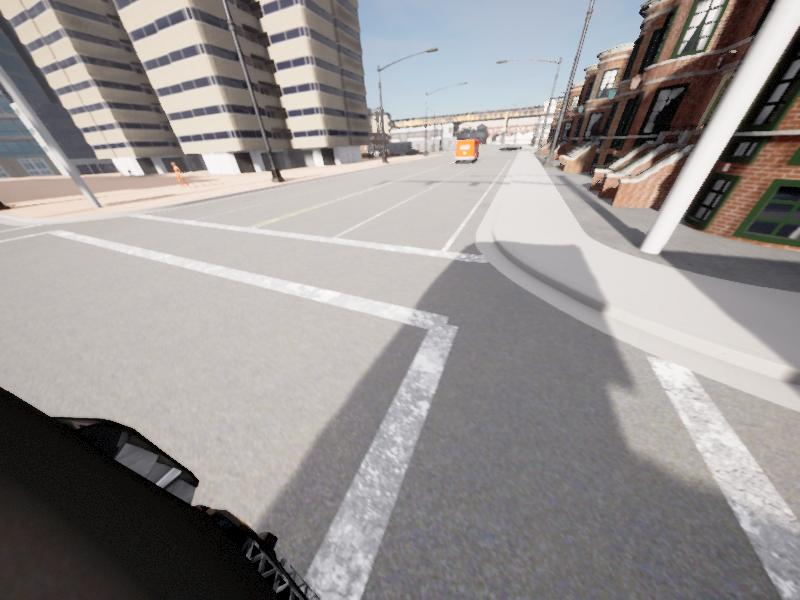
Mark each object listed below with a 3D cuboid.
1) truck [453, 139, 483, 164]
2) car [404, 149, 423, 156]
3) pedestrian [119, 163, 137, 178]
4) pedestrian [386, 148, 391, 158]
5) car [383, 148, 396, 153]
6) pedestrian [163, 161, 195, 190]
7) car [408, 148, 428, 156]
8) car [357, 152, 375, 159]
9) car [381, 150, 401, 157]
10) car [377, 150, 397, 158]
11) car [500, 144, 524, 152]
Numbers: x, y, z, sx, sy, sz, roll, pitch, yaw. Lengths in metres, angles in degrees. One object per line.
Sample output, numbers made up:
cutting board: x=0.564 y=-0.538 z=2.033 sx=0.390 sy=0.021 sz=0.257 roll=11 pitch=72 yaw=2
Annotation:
truck: x=9.085 y=-19.771 z=30.696 sx=2.627 sy=2.467 sz=5.204 roll=12 pitch=36 yaw=21
car: x=3.690 y=-39.365 z=61.668 sx=4.674 sy=1.442 sz=1.812 roll=10 pitch=36 yaw=20
pedestrian: x=-40.304 y=-19.215 z=34.276 sx=0.751 sy=1.860 sz=0.751 roll=7 pitch=35 yaw=15
pedestrian: x=-2.783 y=-35.273 z=55.412 sx=0.751 sy=1.860 sz=0.751 roll=6 pitch=35 yaw=13
car: x=-4.405 y=-63.681 z=98.403 sx=5.027 sy=1.636 sz=2.152 roll=11 pitch=36 yaw=20
pedestrian: x=-16.448 y=-9.293 z=17.250 sx=0.751 sy=1.860 sz=0.751 roll=8 pitch=35 yaw=16
car: x=4.969 y=-41.253 z=64.324 sx=5.008 sy=1.535 sz=1.882 roll=10 pitch=36 yaw=20
car: x=-10.200 y=-43.924 z=70.134 sx=4.792 sy=1.488 sz=2.163 roll=10 pitch=36 yaw=21
car: x=-2.626 y=-42.566 z=67.248 sx=5.357 sy=1.411 sz=2.033 roll=10 pitch=36 yaw=21
car: x=-3.657 y=-40.770 z=64.405 sx=4.856 sy=1.649 sz=2.033 roll=10 pitch=36 yaw=21
car: x=25.804 y=-35.023 z=53.354 sx=4.718 sy=1.301 sz=1.895 roll=12 pitch=36 yaw=21
